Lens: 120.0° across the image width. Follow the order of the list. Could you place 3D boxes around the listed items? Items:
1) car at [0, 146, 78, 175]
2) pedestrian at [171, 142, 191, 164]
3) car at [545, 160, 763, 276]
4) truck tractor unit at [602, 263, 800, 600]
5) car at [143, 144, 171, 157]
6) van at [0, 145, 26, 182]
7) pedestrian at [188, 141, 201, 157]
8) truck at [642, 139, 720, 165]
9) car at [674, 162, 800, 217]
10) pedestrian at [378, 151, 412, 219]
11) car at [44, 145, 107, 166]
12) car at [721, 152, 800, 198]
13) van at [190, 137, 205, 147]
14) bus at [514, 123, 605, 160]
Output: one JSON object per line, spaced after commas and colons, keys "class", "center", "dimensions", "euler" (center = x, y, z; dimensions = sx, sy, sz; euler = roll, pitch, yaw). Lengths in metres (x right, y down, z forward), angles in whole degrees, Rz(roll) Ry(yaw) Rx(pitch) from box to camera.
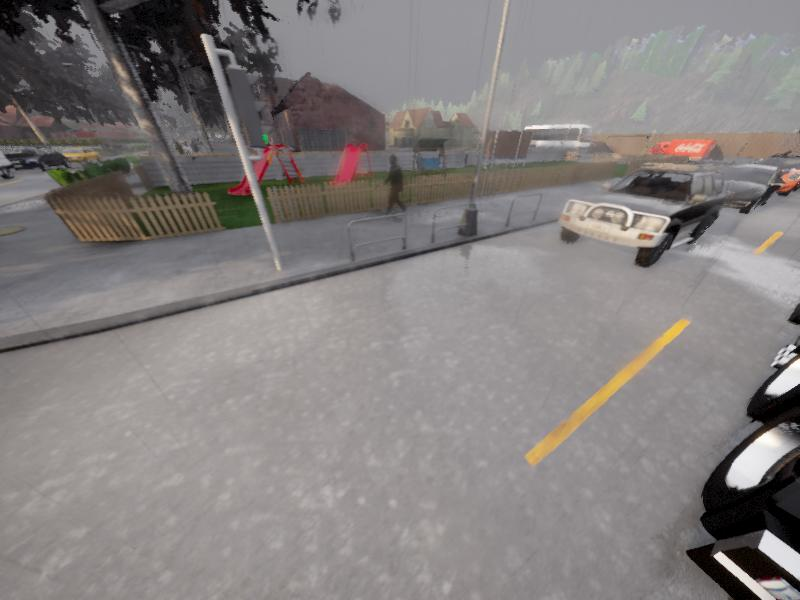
{"class": "car", "center": [-29.447, -11.377, 18.673], "dimensions": [2.152, 1.651, 5.027], "euler": [-18, 39, -24]}
{"class": "pedestrian", "center": [-22.088, -14.861, 23.315], "dimensions": [0.751, 1.860, 0.751], "euler": [-18, 39, -25]}
{"class": "car", "center": [6.287, -2.358, 5.818], "dimensions": [4.605, 1.855, 1.932], "euler": [-17, 39, -25]}
{"class": "truck tractor unit", "center": [5.111, -0.301, 0.784], "dimensions": [6.516, 4.208, 3.053], "euler": [-18, 39, -24]}
{"class": "car", "center": [-35.673, -22.067, 34.063], "dimensions": [1.845, 1.501, 3.633], "euler": [-18, 39, -24]}
{"class": "van", "center": [-25.615, -7.944, 12.979], "dimensions": [1.988, 2.561, 5.915], "euler": [-18, 39, -24]}
{"class": "pedestrian", "center": [-28.064, -20.639, 31.566], "dimensions": [0.751, 1.860, 0.751], "euler": [-23, 41, -30]}
{"class": "truck", "center": [34.520, -18.423, 28.643], "dimensions": [2.627, 2.467, 5.204], "euler": [-18, 39, -24]}
{"class": "car", "center": [14.166, -4.770, 9.686], "dimensions": [4.892, 1.490, 1.837], "euler": [-18, 39, -25]}
{"class": "pedestrian", "center": [-0.166, -3.746, 7.538], "dimensions": [0.751, 1.860, 0.751], "euler": [-18, 39, -24]}
{"class": "car", "center": [-33.046, -14.923, 23.774], "dimensions": [1.801, 1.575, 5.366], "euler": [-18, 39, -24]}
{"class": "car", "center": [20.355, -6.897, 12.536], "dimensions": [4.553, 1.767, 2.097], "euler": [-18, 39, -24]}
{"class": "van", "center": [-60.976, -47.584, 69.594], "dimensions": [1.988, 2.561, 5.915], "euler": [-18, 39, -24]}
{"class": "bus", "center": [24.281, -24.896, 36.294], "dimensions": [3.944, 4.253, 10.273], "euler": [-18, 39, -24]}
